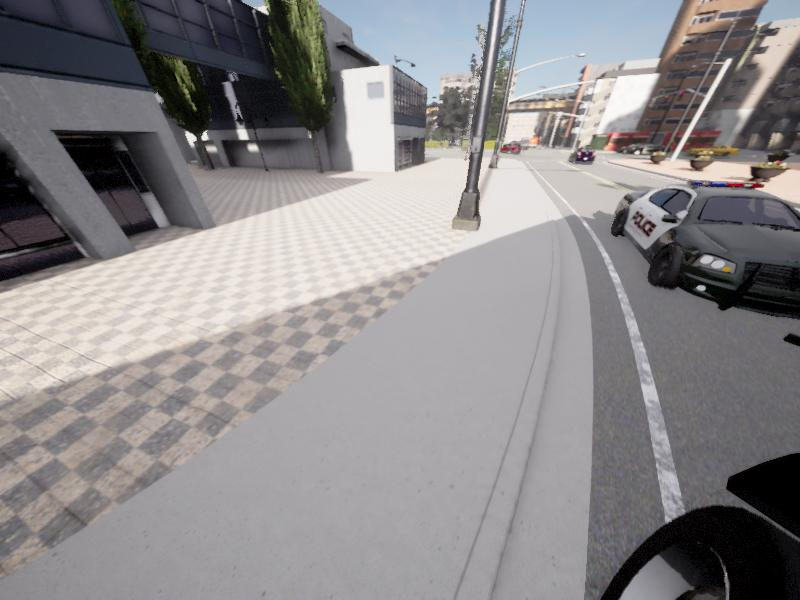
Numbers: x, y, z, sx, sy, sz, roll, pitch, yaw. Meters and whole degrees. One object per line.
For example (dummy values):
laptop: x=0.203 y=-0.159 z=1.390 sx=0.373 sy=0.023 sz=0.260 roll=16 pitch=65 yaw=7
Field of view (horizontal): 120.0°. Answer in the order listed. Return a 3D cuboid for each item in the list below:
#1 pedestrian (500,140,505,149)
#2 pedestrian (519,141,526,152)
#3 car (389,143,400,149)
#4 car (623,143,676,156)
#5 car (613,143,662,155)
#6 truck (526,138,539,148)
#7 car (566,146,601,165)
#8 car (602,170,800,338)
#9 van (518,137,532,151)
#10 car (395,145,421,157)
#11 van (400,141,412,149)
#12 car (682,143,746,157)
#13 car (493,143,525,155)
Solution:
pedestrian: x=25.131 y=-38.088 z=56.692 sx=0.751 sy=1.860 sz=0.751 roll=11 pitch=36 yaw=17
pedestrian: x=25.641 y=-32.232 z=48.484 sx=0.751 sy=1.860 sz=0.751 roll=12 pitch=37 yaw=17
car: x=-1.838 y=-52.249 z=78.285 sx=1.801 sy=1.575 sz=5.366 roll=-15 pitch=37 yaw=-20
car: x=39.049 y=-23.734 z=36.346 sx=5.238 sy=1.638 sz=1.930 roll=12 pitch=37 yaw=16
car: x=39.989 y=-25.666 z=39.113 sx=5.238 sy=1.638 sz=1.930 roll=11 pitch=36 yaw=15
truck: x=41.088 y=-48.984 z=71.908 sx=2.627 sy=2.467 sz=5.204 roll=11 pitch=36 yaw=17
car: x=19.747 y=-15.722 z=25.032 sx=1.845 sy=1.501 sz=3.633 roll=11 pitch=36 yaw=17
car: x=6.236 y=-1.477 z=4.689 sx=2.038 sy=1.542 sz=4.974 roll=15 pitch=38 yaw=22
van: x=30.024 y=-37.691 z=55.729 sx=1.988 sy=2.561 sz=5.915 roll=11 pitch=36 yaw=17
car: x=1.355 y=-24.938 z=38.579 sx=3.988 sy=1.617 sz=1.851 roll=12 pitch=37 yaw=17
van: x=1.995 y=-52.526 z=78.178 sx=2.069 sy=2.038 sz=4.480 roll=-15 pitch=37 yaw=-20
car: x=46.250 y=-22.213 z=34.211 sx=5.366 sy=1.575 sz=1.801 roll=12 pitch=37 yaw=16
car: x=19.545 y=-27.258 z=41.643 sx=2.033 sy=1.649 sz=4.856 roll=-15 pitch=37 yaw=-20
